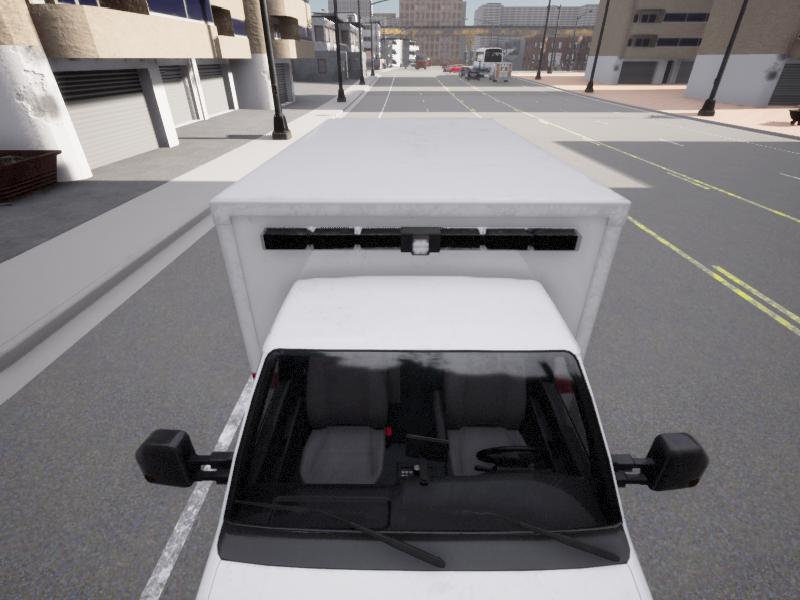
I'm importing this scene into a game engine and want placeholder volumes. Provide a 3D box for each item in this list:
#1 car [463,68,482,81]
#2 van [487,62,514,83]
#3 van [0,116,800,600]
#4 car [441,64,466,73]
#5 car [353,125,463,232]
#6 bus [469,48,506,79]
[{"bbox_3d":[11.230,-35.003,62.116,2.128,1.511,4.902,0,32,0],"label":"car"},{"bbox_3d":[14.704,-33.725,59.162,2.351,2.431,6.366,0,32,0],"label":"van"},{"bbox_3d":[0.110,0.012,3.605,2.351,2.431,6.366,0,30,0],"label":"van"},{"bbox_3d":[11.201,-48.638,84.083,4.611,1.667,2.242,-13,33,-21],"label":"car"},{"bbox_3d":[0.184,-3.330,10.225,2.128,1.511,4.902,0,30,0],"label":"car"},{"bbox_3d":[14.679,-40.328,67.955,3.944,4.253,10.273,0,32,0],"label":"bus"}]
